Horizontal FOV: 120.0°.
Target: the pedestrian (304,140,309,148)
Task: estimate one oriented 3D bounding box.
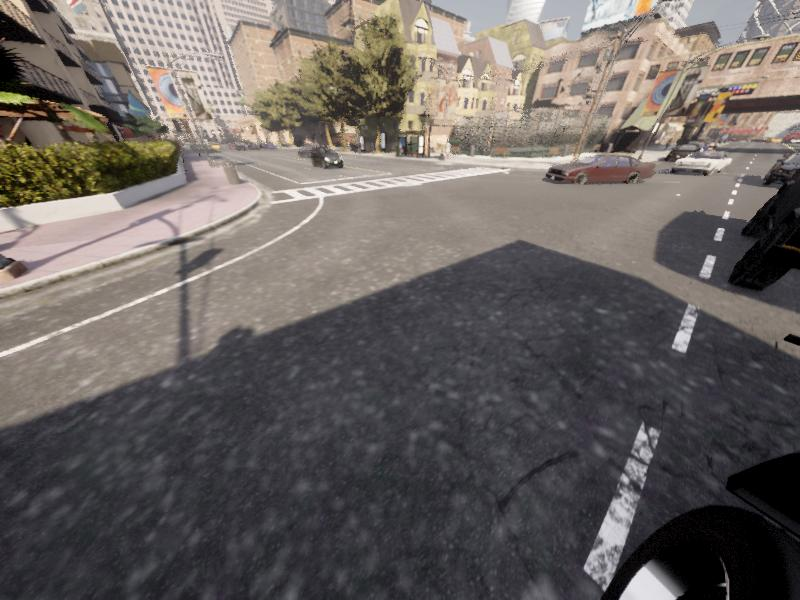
[{"bbox_3d":[-25.738,-43.072,63.685,0.751,1.860,0.751,16,38,22],"label":"pedestrian"}]

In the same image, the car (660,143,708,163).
[{"bbox_3d":[29.320,-15.203,23.809,5.008,1.535,2.097,-24,42,-30],"label":"car"}]

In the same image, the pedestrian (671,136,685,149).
[{"bbox_3d":[50.224,-28.422,41.734,0.751,1.860,0.751,-22,40,-27],"label":"pedestrian"}]

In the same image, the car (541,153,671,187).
[{"bbox_3d":[11.473,-7.480,13.200,5.357,1.411,2.033,-2,35,-3],"label":"car"}]

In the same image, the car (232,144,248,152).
[{"bbox_3d":[-35.693,-33.983,51.608,1.994,1.385,4.181,-25,42,-30],"label":"car"}]

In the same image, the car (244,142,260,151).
[{"bbox_3d":[-36.704,-38.067,57.229,2.033,1.649,4.856,-25,42,-30],"label":"car"}]

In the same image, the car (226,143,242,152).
[{"bbox_3d":[-41.633,-38.276,57.849,2.152,1.651,5.027,-25,42,-30],"label":"car"}]

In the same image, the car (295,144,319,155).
[{"bbox_3d":[-16.346,-26.495,40.590,2.163,1.488,4.792,-25,42,-30],"label":"car"}]

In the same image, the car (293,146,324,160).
[{"bbox_3d":[-12.832,-20.647,32.293,2.033,1.411,5.357,-25,42,-30],"label":"car"}]

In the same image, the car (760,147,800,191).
[{"bbox_3d":[21.050,-6.885,11.998,5.238,1.638,1.930,-24,41,-30],"label":"car"}]

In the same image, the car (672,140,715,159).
[{"bbox_3d":[34.325,-17.657,27.011,4.553,1.767,2.185,-24,42,-30],"label":"car"}]

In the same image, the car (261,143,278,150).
[{"bbox_3d":[-32.827,-38.536,58.031,2.033,1.411,5.357,-28,43,-33],"label":"car"}]

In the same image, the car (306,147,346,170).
[{"bbox_3d":[-6.868,-13.140,21.335,1.851,1.617,3.988,-25,42,-30],"label":"car"}]

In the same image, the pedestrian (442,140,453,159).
[{"bbox_3d":[5.423,-17.316,26.574,0.751,1.860,0.751,-16,38,-20],"label":"pedestrian"}]

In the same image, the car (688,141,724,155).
[{"bbox_3d":[42.884,-21.375,32.401,4.892,1.521,2.231,-24,42,-30],"label":"car"}]

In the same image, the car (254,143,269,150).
[{"bbox_3d":[-38.065,-42.259,63.343,2.163,1.488,4.792,-25,42,-30],"label":"car"}]

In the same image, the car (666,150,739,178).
[{"bbox_3d":[21.109,-9.570,16.120,4.718,1.301,1.895,-20,39,-25],"label":"car"}]

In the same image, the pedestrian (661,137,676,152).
[{"bbox_3d":[41.176,-23.905,35.436,0.751,1.860,0.751,-24,41,-29],"label":"pedestrian"}]

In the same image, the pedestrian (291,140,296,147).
[{"bbox_3d":[-31.348,-46.177,68.185,0.751,1.860,0.751,-27,43,-32],"label":"pedestrian"}]

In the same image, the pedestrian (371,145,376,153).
[{"bbox_3d":[-4.480,-25.317,38.766,0.500,1.100,0.500,-25,42,-31],"label":"pedestrian"}]

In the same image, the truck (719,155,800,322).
[{"bbox_3d":[8.585,-1.471,4.074,6.274,2.098,2.390,-24,41,-30],"label":"truck"}]

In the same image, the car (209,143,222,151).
[{"bbox_3d":[-47.073,-39.048,58.850,1.801,1.575,5.366,-25,42,-30],"label":"car"}]

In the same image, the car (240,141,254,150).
[{"bbox_3d":[-40.616,-41.020,61.260,1.905,1.878,3.866,-25,42,-30],"label":"car"}]
